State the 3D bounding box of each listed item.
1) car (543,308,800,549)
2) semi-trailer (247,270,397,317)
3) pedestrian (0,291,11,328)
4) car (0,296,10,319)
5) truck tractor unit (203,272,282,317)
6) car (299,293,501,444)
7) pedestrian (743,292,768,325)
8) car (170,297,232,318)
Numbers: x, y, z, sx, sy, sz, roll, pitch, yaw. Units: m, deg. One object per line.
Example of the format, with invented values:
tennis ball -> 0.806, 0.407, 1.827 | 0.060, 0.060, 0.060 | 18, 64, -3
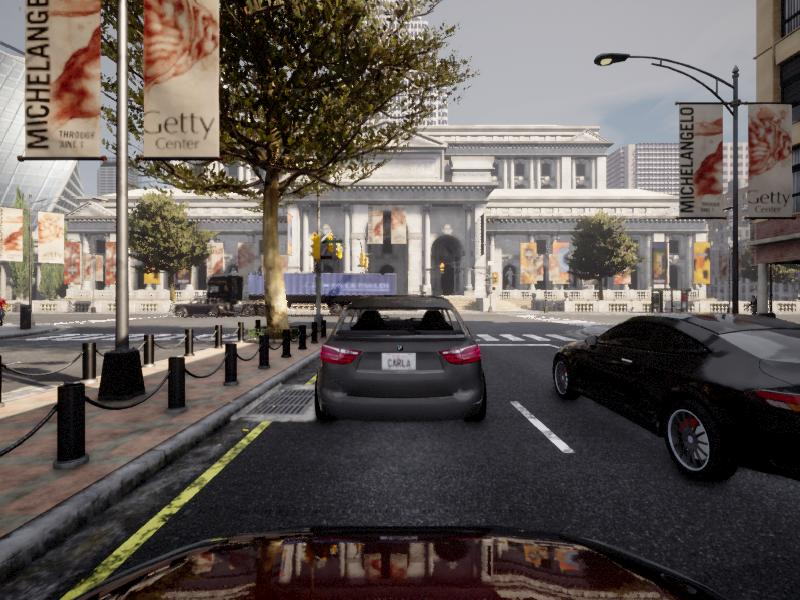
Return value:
car -> 3.472, 0.870, 4.859 | 1.812, 1.442, 4.674 | 0, 0, 0
semi-trailer -> -7.446, -0.619, 39.347 | 14.254, 4.402, 2.717 | 0, 0, 0
pedestrian -> -20.835, 0.485, 20.833 | 0.751, 1.860, 0.751 | 0, 0, -41
car -> -34.566, 0.646, 32.518 | 3.866, 1.878, 1.905 | 0, 0, 0
truck tractor unit -> -15.360, -0.524, 39.405 | 6.516, 4.208, 3.053 | 0, 0, 0
car -> 0.019, 0.756, 6.742 | 2.242, 1.667, 4.611 | 0, 0, 0
pedestrian -> 20.155, 0.485, 22.707 | 0.751, 1.860, 0.751 | 0, 0, 6
car -> -17.780, 0.651, 35.927 | 4.605, 1.855, 1.932 | 0, 0, 0
